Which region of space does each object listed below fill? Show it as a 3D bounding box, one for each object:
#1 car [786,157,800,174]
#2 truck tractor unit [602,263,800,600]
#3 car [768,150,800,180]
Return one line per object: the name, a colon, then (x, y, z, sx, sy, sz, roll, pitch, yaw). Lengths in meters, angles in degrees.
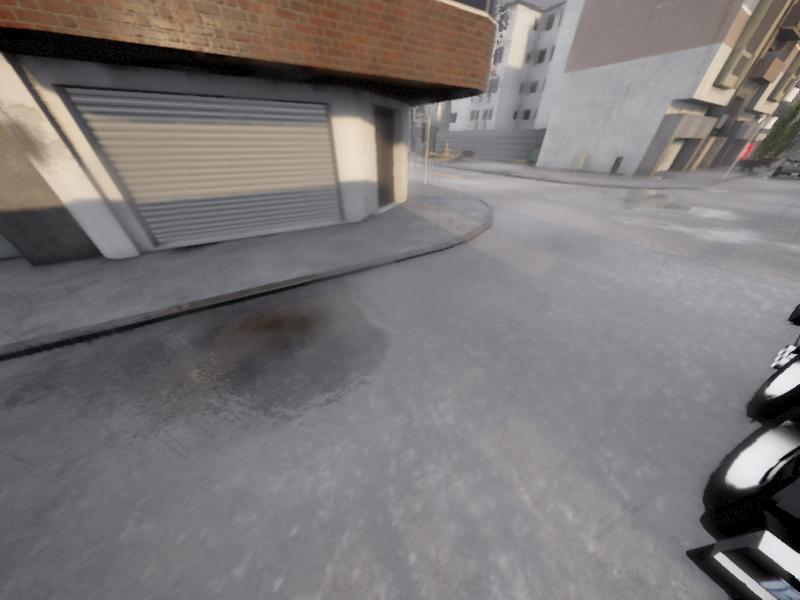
car: (37.754, -12.449, 20.938, 5.366, 1.575, 1.801, -18, 39, -24)
truck tractor unit: (5.112, -0.298, 0.790, 6.516, 4.208, 3.053, -18, 39, -24)
car: (31.594, -10.535, 17.932, 4.553, 1.767, 2.097, -18, 39, -24)
